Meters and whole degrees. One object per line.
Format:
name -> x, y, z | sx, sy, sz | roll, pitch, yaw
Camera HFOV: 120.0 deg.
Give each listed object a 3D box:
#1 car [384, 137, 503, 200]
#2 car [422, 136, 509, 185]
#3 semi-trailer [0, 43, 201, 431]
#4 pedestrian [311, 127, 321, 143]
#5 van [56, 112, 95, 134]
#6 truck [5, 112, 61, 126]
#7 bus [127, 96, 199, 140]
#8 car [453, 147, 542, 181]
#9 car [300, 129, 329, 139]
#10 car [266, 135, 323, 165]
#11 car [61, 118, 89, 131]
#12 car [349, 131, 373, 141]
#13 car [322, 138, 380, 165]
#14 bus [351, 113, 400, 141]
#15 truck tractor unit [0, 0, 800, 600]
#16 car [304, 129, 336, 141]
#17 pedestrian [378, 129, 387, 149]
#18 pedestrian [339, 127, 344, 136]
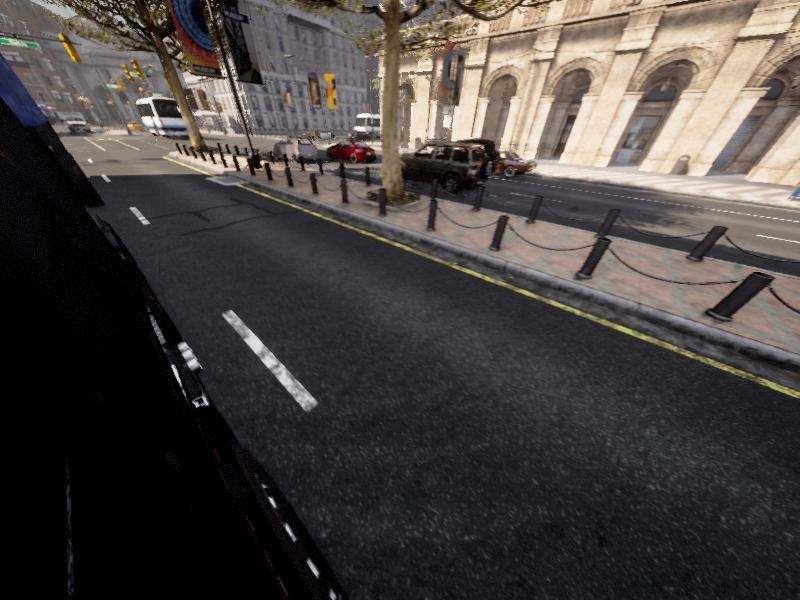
car -> 1.664, -6.014, 10.264 | 4.605, 1.855, 1.932 | 28, 43, 30
car -> 3.454, -7.800, 12.758 | 3.866, 1.878, 1.905 | 28, 44, 30
semi-trailer -> -8.702, -3.575, 4.263 | 14.254, 4.402, 2.717 | 28, 44, 30
pedestrian -> -12.367, -24.243, 33.986 | 0.751, 1.860, 0.751 | -26, 45, -33
van -> -49.615, -27.116, 35.327 | 6.366, 2.431, 2.351 | 28, 44, 30
truck -> -83.973, -41.557, 53.107 | 6.274, 2.098, 2.390 | -21, 43, -28
bus -> -33.143, -25.296, 32.271 | 10.273, 4.253, 3.944 | 28, 44, 30
car -> 6.000, -8.746, 14.664 | 4.718, 1.301, 1.895 | 28, 43, 30
car -> -16.090, -31.259, 43.608 | 1.812, 1.442, 4.674 | 28, 43, 30
car -> -7.475, -10.708, 16.362 | 3.633, 1.501, 1.845 | 28, 44, 30
car -> -55.494, -29.899, 39.413 | 4.856, 1.649, 2.033 | 28, 44, 30
car -> -7.249, -30.859, 43.540 | 1.816, 1.474, 4.193 | 28, 43, 30
car -> -3.758, -11.399, 17.634 | 4.181, 1.385, 1.994 | 28, 44, 30
bus -> -4.964, -36.643, 49.131 | 3.944, 4.253, 10.273 | 28, 43, 30
truck tractor unit -> -2.645, -0.295, 0.351 | 6.516, 4.208, 3.053 | 28, 44, 30
car -> -14.129, -29.384, 41.117 | 2.038, 1.542, 4.974 | 27, 44, 30
pedestrian -> -2.025, -18.872, 27.082 | 0.751, 1.860, 0.751 | -20, 42, -27
pedestrian -> -14.340, -41.609, 56.991 | 0.751, 1.860, 0.751 | 28, 44, 30
